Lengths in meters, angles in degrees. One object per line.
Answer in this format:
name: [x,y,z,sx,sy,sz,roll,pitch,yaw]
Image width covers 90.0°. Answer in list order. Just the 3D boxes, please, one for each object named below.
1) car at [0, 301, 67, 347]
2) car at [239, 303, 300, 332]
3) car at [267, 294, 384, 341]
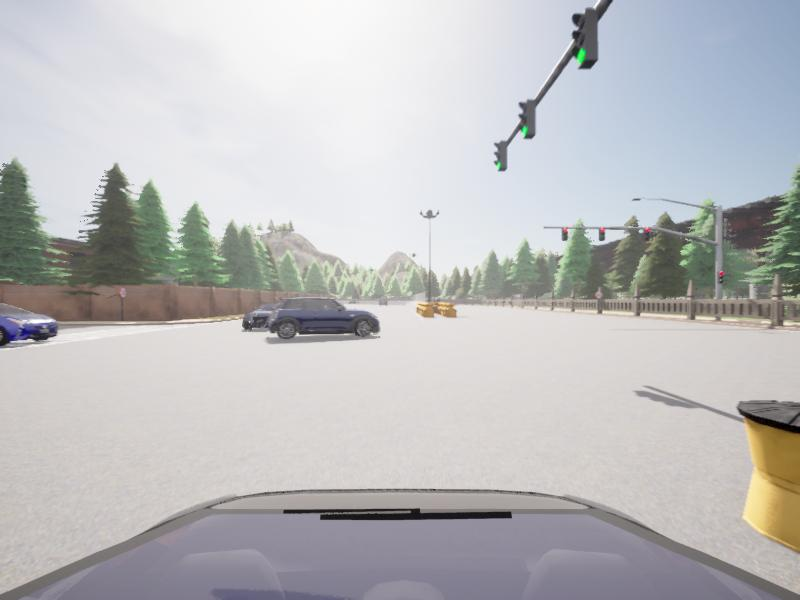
car: [-14.964,0.808,14.215,4.514,1.525,2.007,0,0,-3]
car: [-7.004,0.876,21.986,1.994,1.385,4.181,0,0,0]
car: [-3.169,0.669,16.858,4.553,1.767,2.097,0,0,-20]
